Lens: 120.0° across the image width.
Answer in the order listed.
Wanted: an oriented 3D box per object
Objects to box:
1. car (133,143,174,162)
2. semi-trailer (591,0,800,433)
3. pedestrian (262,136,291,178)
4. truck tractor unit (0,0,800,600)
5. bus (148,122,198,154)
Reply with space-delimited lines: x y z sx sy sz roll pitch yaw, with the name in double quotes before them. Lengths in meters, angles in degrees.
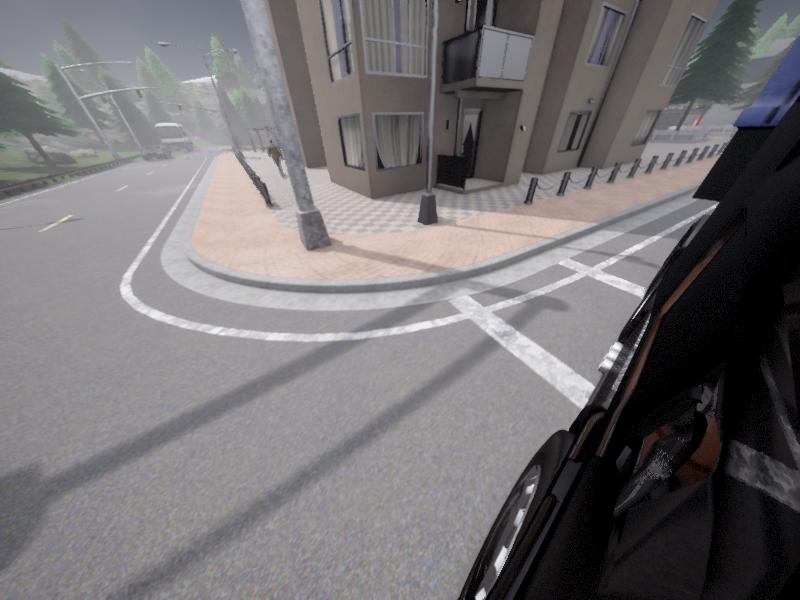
"car" -29.718 -17.985 28.061 2.242 1.667 4.611 -21 41 -24
"semi-trailer" 9.165 -3.212 3.746 14.254 4.402 2.717 -22 41 -25
"pedestrian" -6.730 -7.776 12.596 0.751 1.860 0.751 -22 41 -25
"truck tractor unit" 2.645 -0.295 0.352 6.516 4.208 3.053 -28 44 -30
"bus" -40.999 -29.787 42.420 3.944 4.253 10.273 -21 40 -24
